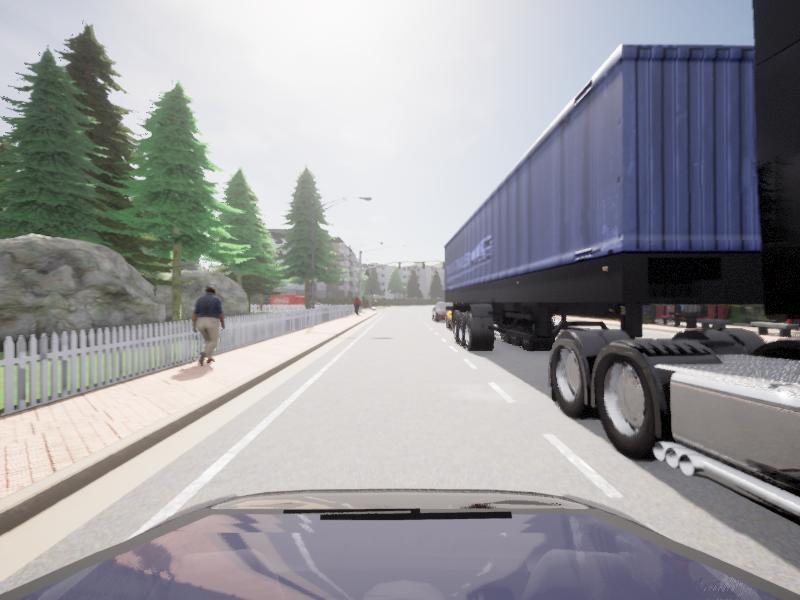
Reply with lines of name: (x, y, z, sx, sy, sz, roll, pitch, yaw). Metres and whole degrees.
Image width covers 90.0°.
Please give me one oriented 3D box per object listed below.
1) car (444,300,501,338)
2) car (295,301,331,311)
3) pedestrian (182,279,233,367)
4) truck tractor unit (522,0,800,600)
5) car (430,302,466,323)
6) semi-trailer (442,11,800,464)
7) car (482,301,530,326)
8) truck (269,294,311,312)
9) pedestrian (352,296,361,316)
car: (3.552, 0.838, 20.651, 1.801, 1.575, 5.366, 1, 1, -1)
car: (-13.126, 0.896, 60.645, 4.902, 1.511, 2.128, 0, 0, 2)
pedestrian: (-4.249, 0.495, 8.874, 0.751, 1.860, 0.751, 0, 0, 0)
truck tractor unit: (3.475, -0.520, 3.125, 3.053, 4.208, 6.516, 0, 0, 0)
car: (3.501, 0.882, 30.064, 2.163, 1.488, 4.792, 0, 0, 0)
semi-trailer: (3.380, -0.610, 11.036, 2.717, 4.402, 14.254, 0, 0, -1)
car: (7.043, 0.850, 27.070, 1.882, 1.535, 5.008, 0, 0, -1)
truck: (-15.673, 0.414, 57.209, 5.204, 2.467, 2.627, 0, 0, 2)
pedestrian: (-3.968, 0.524, 36.890, 0.751, 1.860, 0.751, 0, 0, 0)
